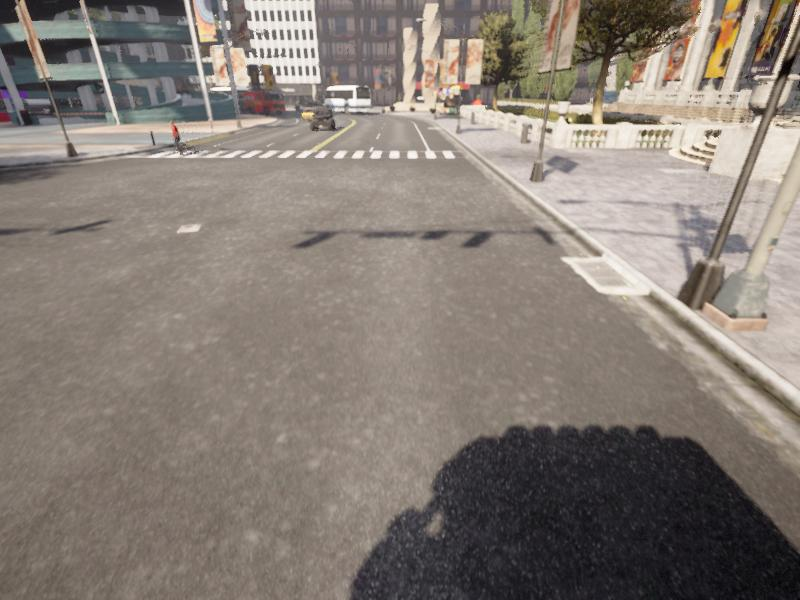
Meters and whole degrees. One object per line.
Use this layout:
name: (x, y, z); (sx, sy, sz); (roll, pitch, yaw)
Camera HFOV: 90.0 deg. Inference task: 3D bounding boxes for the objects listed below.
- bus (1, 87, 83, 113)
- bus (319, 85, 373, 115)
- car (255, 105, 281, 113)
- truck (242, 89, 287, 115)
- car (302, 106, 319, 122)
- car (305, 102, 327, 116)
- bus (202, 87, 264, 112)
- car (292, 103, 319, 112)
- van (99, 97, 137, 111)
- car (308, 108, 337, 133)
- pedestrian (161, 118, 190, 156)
bus: (-66.287, -37.242, 74.400); (10.273, 4.253, 3.944); (0, 27, 0)
bus: (-9.198, -33.945, 67.950); (3.944, 4.253, 10.273); (-21, 34, -34)
car: (-24.048, -34.730, 72.716); (4.718, 1.301, 1.895); (18, 32, 31)
truck: (-22.878, -33.470, 67.506); (8.468, 3.827, 2.891); (23, 35, 38)
car: (-11.480, -23.697, 50.960); (1.801, 1.575, 5.366); (-6, 28, -12)
car: (-13.246, -30.041, 62.979); (1.905, 1.878, 3.866); (-16, 31, -28)
bus: (-32.874, -39.617, 78.993); (10.273, 4.253, 3.944); (7, 28, 13)
car: (-18.087, -36.858, 76.536); (4.974, 1.542, 2.038); (18, 32, 31)
van: (-59.157, -41.271, 84.061); (5.915, 2.561, 1.988); (0, 27, 0)
car: (-7.054, -16.594, 36.811); (1.905, 1.878, 3.866); (0, 27, -1)
pedestrian: (-12.282, -8.961, 21.962); (0.751, 1.860, 0.751); (-1, 27, -2)
